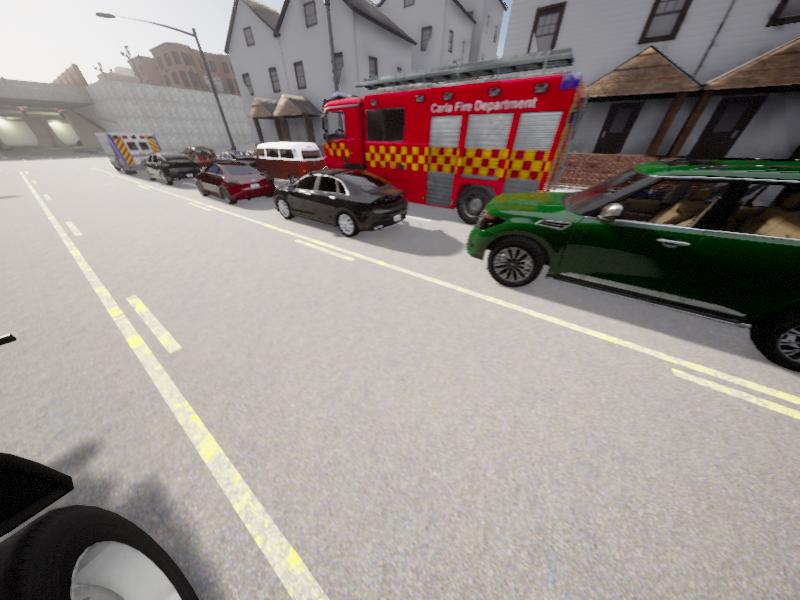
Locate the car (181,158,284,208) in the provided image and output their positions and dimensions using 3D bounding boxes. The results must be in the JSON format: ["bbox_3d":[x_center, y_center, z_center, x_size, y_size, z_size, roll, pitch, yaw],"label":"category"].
[{"bbox_3d":[-7.454,-5.349,10.291,4.181,1.385,1.994,23,41,29],"label":"car"}]

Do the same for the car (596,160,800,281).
[{"bbox_3d":[7.545,-1.900,5.119,4.553,1.767,2.097,22,41,28],"label":"car"}]

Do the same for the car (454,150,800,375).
[{"bbox_3d":[4.001,-0.985,3.575,5.566,2.045,2.150,22,41,28],"label":"car"}]

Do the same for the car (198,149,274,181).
[{"bbox_3d":[-11.372,-9.470,15.998,4.902,1.511,2.128,22,41,28],"label":"car"}]

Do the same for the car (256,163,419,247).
[{"bbox_3d":[-2.032,-3.211,7.179,4.892,1.490,1.837,22,41,28],"label":"car"}]

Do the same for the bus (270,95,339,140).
[{"bbox_3d":[-16.574,-32.609,41.245,3.944,4.253,10.273,22,54,27],"label":"bus"}]

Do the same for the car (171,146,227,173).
[{"bbox_3d":[-16.439,-11.576,18.875,3.988,1.617,1.851,22,41,28],"label":"car"}]

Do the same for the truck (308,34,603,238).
[{"bbox_3d":[1.048,-5.375,8.253,8.468,3.827,2.891,22,41,28],"label":"truck"}]

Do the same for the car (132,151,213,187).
[{"bbox_3d":[-13.646,-7.932,13.811,4.892,1.490,1.837,22,41,28],"label":"car"}]

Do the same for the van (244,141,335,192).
[{"bbox_3d":[-6.102,-7.547,12.841,4.480,2.038,2.069,22,41,28],"label":"van"}]

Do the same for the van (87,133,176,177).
[{"bbox_3d":[-19.948,-10.881,17.150,6.366,2.431,2.351,22,41,28],"label":"van"}]
